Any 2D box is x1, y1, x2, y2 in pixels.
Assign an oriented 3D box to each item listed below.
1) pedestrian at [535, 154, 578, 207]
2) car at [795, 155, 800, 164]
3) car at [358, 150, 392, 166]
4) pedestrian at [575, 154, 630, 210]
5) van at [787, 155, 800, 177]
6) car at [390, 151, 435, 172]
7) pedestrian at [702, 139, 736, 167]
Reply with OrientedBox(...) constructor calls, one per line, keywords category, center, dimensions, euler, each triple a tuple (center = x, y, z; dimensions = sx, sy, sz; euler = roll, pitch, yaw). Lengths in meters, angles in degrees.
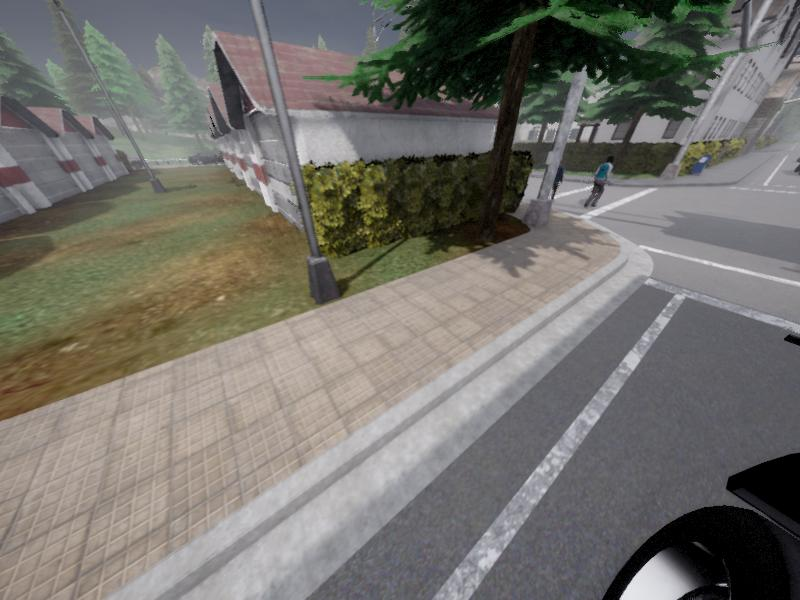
OrientedBox(category="pedestrian", center=(6.552, -5.035, 9.773), dimensions=(0.751, 1.860, 0.751), euler=(-25, 41, -30))
OrientedBox(category="car", center=(39.001, -13.507, 21.400), dimensions=(4.181, 1.385, 1.994), euler=(-23, 40, -28))
OrientedBox(category="car", center=(-3.124, -17.705, 28.681), dimensions=(1.882, 1.535, 5.008), euler=(-22, 40, -28))
OrientedBox(category="pedestrian", center=(7.962, -4.661, 9.175), dimensions=(0.751, 1.860, 0.751), euler=(-12, 36, -16))
OrientedBox(category="van", center=(27.809, -9.195, 14.833), dimensions=(4.480, 2.038, 2.069), euler=(-26, 42, -31))
OrientedBox(category="car", center=(1.109, -14.316, 23.671), dimensions=(1.882, 1.535, 5.008), euler=(-22, 40, -28))
OrientedBox(category="pedestrian", center=(25.001, -11.523, 18.120), dimensions=(0.751, 1.860, 0.751), euler=(-23, 40, -28))
